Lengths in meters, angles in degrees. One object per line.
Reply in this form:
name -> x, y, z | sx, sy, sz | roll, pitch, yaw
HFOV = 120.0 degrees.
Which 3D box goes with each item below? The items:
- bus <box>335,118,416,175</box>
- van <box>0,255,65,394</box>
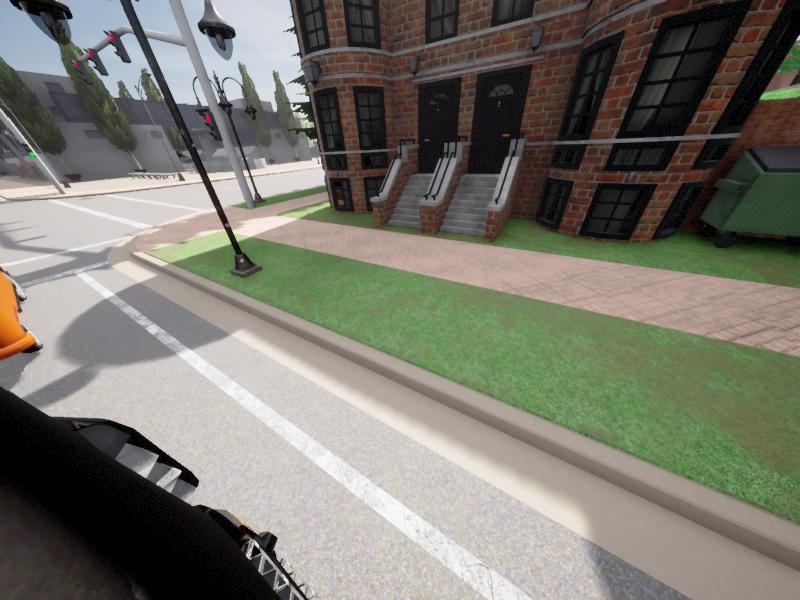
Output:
bus -> -1.897, -16.642, 25.276 | 3.944, 4.253, 10.273 | 13, 36, 21
van -> -6.741, -0.144, 2.875 | 4.442, 1.987, 1.775 | 18, 39, 28
